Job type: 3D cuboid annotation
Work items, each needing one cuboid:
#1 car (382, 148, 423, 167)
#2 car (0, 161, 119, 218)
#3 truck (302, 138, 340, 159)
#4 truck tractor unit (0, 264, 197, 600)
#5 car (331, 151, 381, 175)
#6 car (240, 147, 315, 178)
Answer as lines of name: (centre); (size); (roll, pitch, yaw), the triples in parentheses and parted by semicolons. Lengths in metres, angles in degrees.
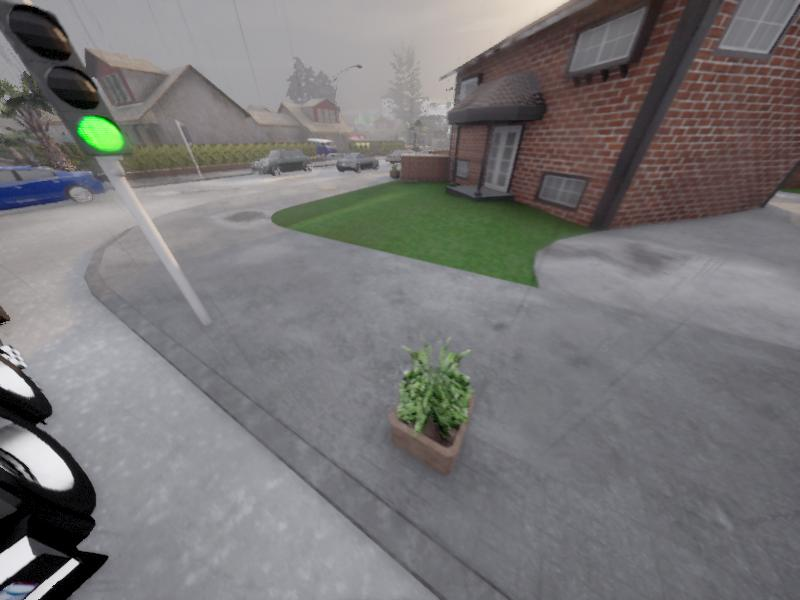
car: (0.431, -15.752, 25.373); (2.033, 1.411, 5.357); (18, 39, 24)
car: (-15.056, -4.228, 8.840); (1.882, 1.535, 5.008); (10, 36, 16)
truck: (-10.777, -20.808, 31.671); (4.478, 2.038, 2.069); (20, 40, 23)
truck tractor unit: (-5.115, -0.297, 0.780); (6.516, 4.208, 3.053); (18, 39, 24)
car: (-3.567, -11.821, 19.787); (1.994, 1.385, 4.181); (16, 38, 22)
car: (-9.310, -10.877, 18.107); (2.097, 1.767, 4.553); (18, 39, 24)
